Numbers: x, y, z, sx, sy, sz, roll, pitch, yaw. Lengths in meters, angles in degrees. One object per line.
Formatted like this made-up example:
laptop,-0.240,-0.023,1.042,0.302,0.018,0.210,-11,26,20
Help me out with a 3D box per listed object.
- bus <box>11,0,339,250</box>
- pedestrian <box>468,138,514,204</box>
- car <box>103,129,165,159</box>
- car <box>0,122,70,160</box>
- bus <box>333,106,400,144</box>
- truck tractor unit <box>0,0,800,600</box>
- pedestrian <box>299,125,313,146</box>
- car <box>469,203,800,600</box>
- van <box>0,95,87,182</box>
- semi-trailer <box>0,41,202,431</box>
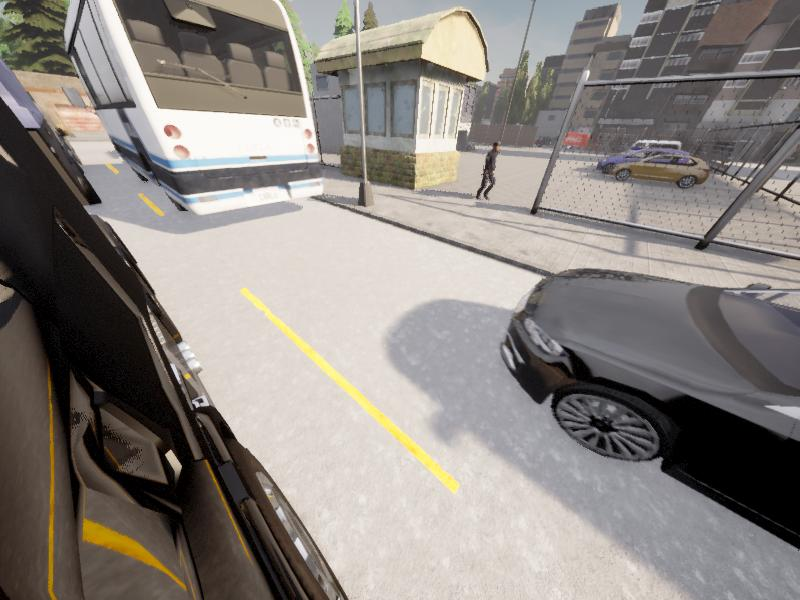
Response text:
bus,-6.976,-5.702,7.274,10.273,4.253,3.944,29,44,31
pedestrian,3.093,-4.446,8.015,0.751,1.860,0.751,-20,42,-27
car,-17.919,-10.552,15.538,4.718,1.301,1.895,29,44,31
car,-21.606,-9.226,13.319,3.705,1.549,1.789,21,40,23
bus,-4.870,-27.628,36.710,3.944,4.253,10.273,28,44,30
truck tractor unit,-2.645,-0.295,0.351,6.516,4.208,3.053,28,44,30
pedestrian,-10.386,-18.203,25.537,0.751,1.860,0.751,29,44,30
car,3.317,0.868,1.430,4.902,1.511,2.128,27,43,29
van,-16.116,-7.082,9.986,5.915,2.561,1.988,30,44,31
semi-trailer,-8.708,-3.599,4.216,14.254,4.402,2.717,28,44,30
